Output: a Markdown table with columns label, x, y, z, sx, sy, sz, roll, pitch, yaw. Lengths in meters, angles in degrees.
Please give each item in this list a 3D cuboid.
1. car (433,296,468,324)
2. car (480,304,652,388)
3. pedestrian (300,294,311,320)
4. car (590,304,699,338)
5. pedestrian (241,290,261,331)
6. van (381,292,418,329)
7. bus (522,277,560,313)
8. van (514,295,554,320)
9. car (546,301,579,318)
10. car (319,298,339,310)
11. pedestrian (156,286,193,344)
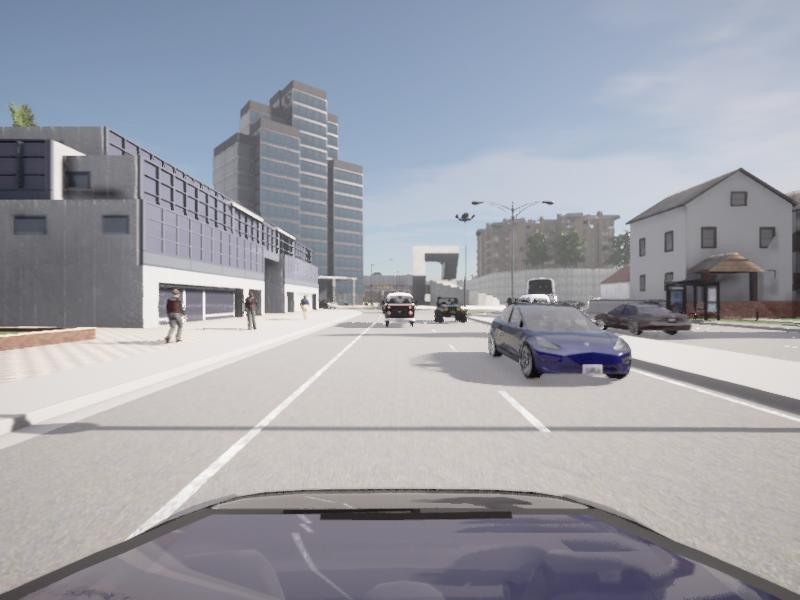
| label | x | y | z | sx | sy | sz | roll | pitch | yaw |
| --- | --- | --- | --- | --- | --- | --- | --- | --- | --- |
| car | 3.471 | 0.654 | 28.151 | 1.905 | 1.878 | 3.866 | 0 | 0 | 0 |
| car | 3.503 | 0.854 | 9.661 | 2.163 | 1.488 | 4.792 | 0 | 0 | 0 |
| pedestrian | -6.859 | 0.493 | 29.001 | 0.751 | 1.860 | 0.751 | 0 | 0 | -9 |
| car | 11.507 | 0.900 | 19.438 | 2.033 | 1.411 | 5.357 | 0 | 0 | 0 |
| pedestrian | -6.934 | 0.490 | 18.631 | 0.751 | 1.860 | 0.751 | 0 | 0 | -7 |
| van | -0.027 | 0.579 | 24.581 | 2.069 | 2.038 | 4.480 | 0 | 0 | 0 |
| bus | 18.852 | -0.516 | 52.863 | 3.944 | 4.253 | 10.273 | -1 | -1 | 24 |
| van | 11.596 | 0.582 | 34.910 | 2.069 | 2.038 | 4.480 | 0 | 0 | 1 |
| car | 15.286 | 0.837 | 37.841 | 1.845 | 1.501 | 3.633 | 0 | 0 | 4 |
| car | -12.337 | 0.672 | 69.185 | 1.932 | 1.855 | 4.605 | 0 | 0 | -29 |
| pedestrian | -7.373 | 0.482 | 13.106 | 0.751 | 1.860 | 0.751 | 0 | 0 | 2 |
